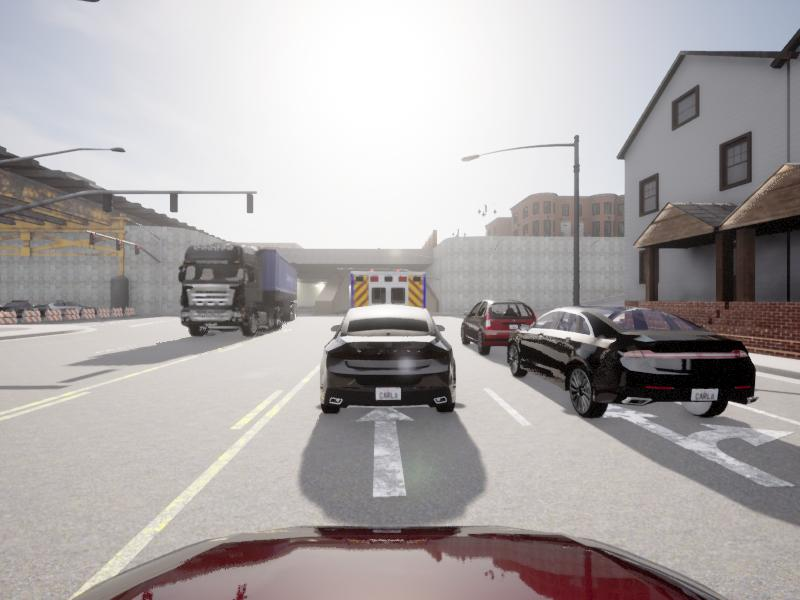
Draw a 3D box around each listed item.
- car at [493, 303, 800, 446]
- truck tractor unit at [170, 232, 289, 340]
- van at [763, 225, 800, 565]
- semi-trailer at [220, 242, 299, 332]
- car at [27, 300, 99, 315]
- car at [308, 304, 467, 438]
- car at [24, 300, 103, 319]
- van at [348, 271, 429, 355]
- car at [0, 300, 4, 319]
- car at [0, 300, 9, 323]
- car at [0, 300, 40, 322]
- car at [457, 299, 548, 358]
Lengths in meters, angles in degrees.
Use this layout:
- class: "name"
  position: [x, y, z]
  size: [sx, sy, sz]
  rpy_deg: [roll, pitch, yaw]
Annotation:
- class: "car"
  position: [3.293, 0.836, 6.852]
  size: [2.128, 1.511, 4.902]
  rpy_deg: [0, 0, -2]
- class: "truck tractor unit"
  position: [-7.571, -0.524, 18.943]
  size: [3.053, 4.208, 6.516]
  rpy_deg: [0, 0, -2]
- class: "van"
  position: [3.492, 0.572, 0.423]
  size: [2.069, 2.038, 4.480]
  rpy_deg: [0, 0, -2]
- class: "semi-trailer"
  position: [-8.690, -0.622, 26.765]
  size: [2.717, 4.402, 14.254]
  rpy_deg: [0, 0, -10]
- class: "car"
  position: [-30.092, 0.638, 35.903]
  size: [1.853, 1.218, 4.536]
  rpy_deg: [0, 0, 27]
- class: "car"
  position: [-0.209, 0.844, 7.073]
  size: [1.837, 1.490, 4.892]
  rpy_deg: [0, 0, -2]
- class: "car"
  position: [-30.069, 0.796, 35.949]
  size: [2.038, 1.542, 4.974]
  rpy_deg: [0, 0, 27]
- class: "van"
  position: [-0.436, 0.378, 14.773]
  size: [2.351, 2.431, 6.366]
  rpy_deg: [0, 0, -2]
- class: "car"
  position: [-29.000, 0.638, 25.964]
  size: [1.853, 1.218, 4.536]
  rpy_deg: [0, 0, 42]
- class: "car"
  position: [-28.966, 0.796, 26.003]
  size: [2.038, 1.542, 4.974]
  rpy_deg: [0, 0, 42]
- class: "car"
  position: [-29.116, 0.796, 30.609]
  size: [2.038, 1.542, 4.974]
  rpy_deg: [0, 0, -38]
- class: "car"
  position: [3.116, 0.788, 13.044]
  size: [1.851, 1.617, 3.988]
  rpy_deg: [0, 0, -2]
